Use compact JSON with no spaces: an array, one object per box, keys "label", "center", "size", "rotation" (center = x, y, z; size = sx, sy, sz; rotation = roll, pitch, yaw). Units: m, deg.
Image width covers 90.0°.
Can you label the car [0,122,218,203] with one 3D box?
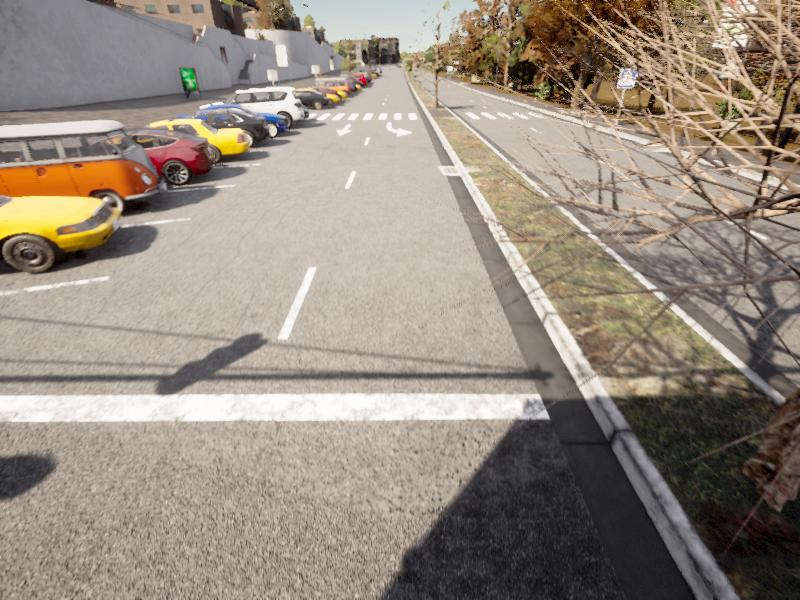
[{"label":"car","center":[-8.124,-4.168,11.758],"size":[4.792,1.488,2.163],"rotation":[-11,32,-17]}]

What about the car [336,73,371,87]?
[{"label":"car","center":[-8.157,-39.024,70.895],"size":[5.566,2.045,2.435],"rotation":[-11,32,-17]}]

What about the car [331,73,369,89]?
[{"label":"car","center":[-8.201,-35.954,65.744],"size":[5.566,2.045,2.435],"rotation":[-11,32,-17]}]

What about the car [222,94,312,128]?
[{"label":"car","center":[-8.125,-11.718,24.637],"size":[4.892,1.521,2.231],"rotation":[-11,31,-17]}]

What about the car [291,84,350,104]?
[{"label":"car","center":[-7.962,-20.712,40.177],"size":[5.366,1.575,1.946],"rotation":[-11,31,-17]}]

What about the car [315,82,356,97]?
[{"label":"car","center":[-8.144,-26.620,50.472],"size":[4.674,1.452,2.002],"rotation":[-11,32,-17]}]

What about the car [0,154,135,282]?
[{"label":"car","center":[-7.919,-1.226,6.660],"size":[5.366,1.575,1.946],"rotation":[-11,32,-17]}]

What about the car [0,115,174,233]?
[{"label":"car","center":[-7.990,-2.912,9.102],"size":[4.442,1.987,1.878],"rotation":[-11,32,-17]}]

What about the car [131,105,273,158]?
[{"label":"car","center":[-8.098,-7.210,16.903],"size":[4.892,1.521,2.231],"rotation":[-11,32,-17]}]

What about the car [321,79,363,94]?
[{"label":"car","center":[-7.984,-29.711,55.663],"size":[5.366,1.575,1.946],"rotation":[-11,32,-17]}]

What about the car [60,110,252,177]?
[{"label":"car","center":[-8.275,-5.673,14.271],"size":[5.366,1.575,1.946],"rotation":[-11,32,-17]}]

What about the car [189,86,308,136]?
[{"label":"car","center":[-8.142,-10.427,21.915],"size":[5.566,2.045,2.435],"rotation":[-11,32,-17]}]

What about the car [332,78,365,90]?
[{"label":"car","center":[-8.163,-34.188,63.337],"size":[4.674,1.452,2.002],"rotation":[-11,32,-17]}]

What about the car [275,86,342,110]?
[{"label":"car","center":[-7.956,-17.734,35.007],"size":[5.366,1.575,1.946],"rotation":[-11,31,-17]}]

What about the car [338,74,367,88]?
[{"label":"car","center":[-8.070,-37.491,68.371],"size":[4.442,1.987,1.878],"rotation":[-11,32,-17]}]

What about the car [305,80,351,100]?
[{"label":"car","center":[-8.115,-23.770,45.235],"size":[4.553,1.767,2.185],"rotation":[-11,32,-17]}]

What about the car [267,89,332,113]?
[{"label":"car","center":[-8.121,-16.168,32.391],"size":[4.674,1.452,2.002],"rotation":[-11,32,-17]}]

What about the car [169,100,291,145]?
[{"label":"car","center":[-8.114,-8.717,19.480],"size":[5.008,1.535,2.097],"rotation":[-11,31,-17]}]

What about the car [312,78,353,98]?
[{"label":"car","center":[-8.042,-25.375,47.804],"size":[4.442,1.987,1.878],"rotation":[-11,31,-17]}]

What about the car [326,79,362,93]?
[{"label":"car","center":[-8.132,-31.164,58.205],"size":[4.792,1.488,2.163],"rotation":[-11,32,-17]}]

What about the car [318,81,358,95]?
[{"label":"car","center":[-8.179,-28.125,53.035],"size":[4.792,1.488,2.163],"rotation":[-11,32,-17]}]

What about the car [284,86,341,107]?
[{"label":"car","center":[-8.158,-19.152,37.542],"size":[4.792,1.488,2.163],"rotation":[-11,32,-17]}]
